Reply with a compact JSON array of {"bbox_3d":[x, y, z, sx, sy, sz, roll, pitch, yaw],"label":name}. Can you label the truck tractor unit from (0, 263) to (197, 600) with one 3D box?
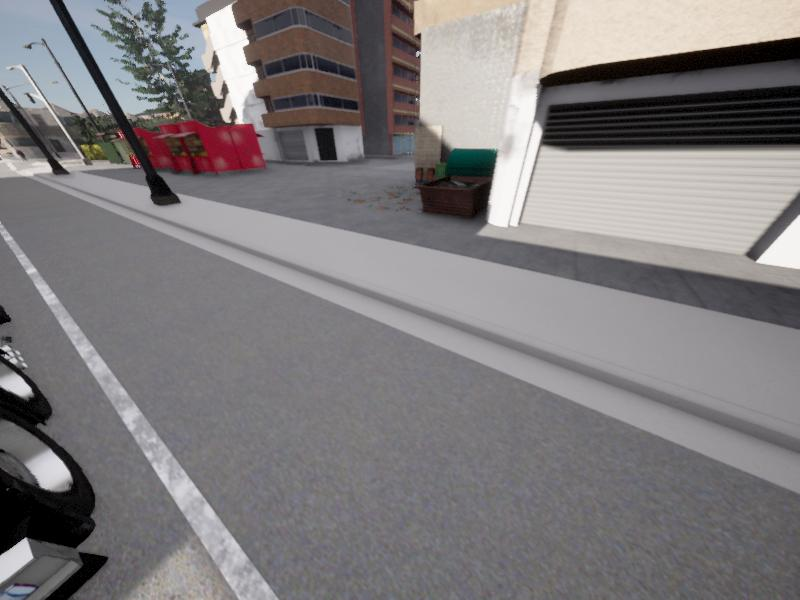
[{"bbox_3d":[-5.110,-0.302,0.782,6.516,4.208,3.053,18,39,24],"label":"truck tractor unit"}]
